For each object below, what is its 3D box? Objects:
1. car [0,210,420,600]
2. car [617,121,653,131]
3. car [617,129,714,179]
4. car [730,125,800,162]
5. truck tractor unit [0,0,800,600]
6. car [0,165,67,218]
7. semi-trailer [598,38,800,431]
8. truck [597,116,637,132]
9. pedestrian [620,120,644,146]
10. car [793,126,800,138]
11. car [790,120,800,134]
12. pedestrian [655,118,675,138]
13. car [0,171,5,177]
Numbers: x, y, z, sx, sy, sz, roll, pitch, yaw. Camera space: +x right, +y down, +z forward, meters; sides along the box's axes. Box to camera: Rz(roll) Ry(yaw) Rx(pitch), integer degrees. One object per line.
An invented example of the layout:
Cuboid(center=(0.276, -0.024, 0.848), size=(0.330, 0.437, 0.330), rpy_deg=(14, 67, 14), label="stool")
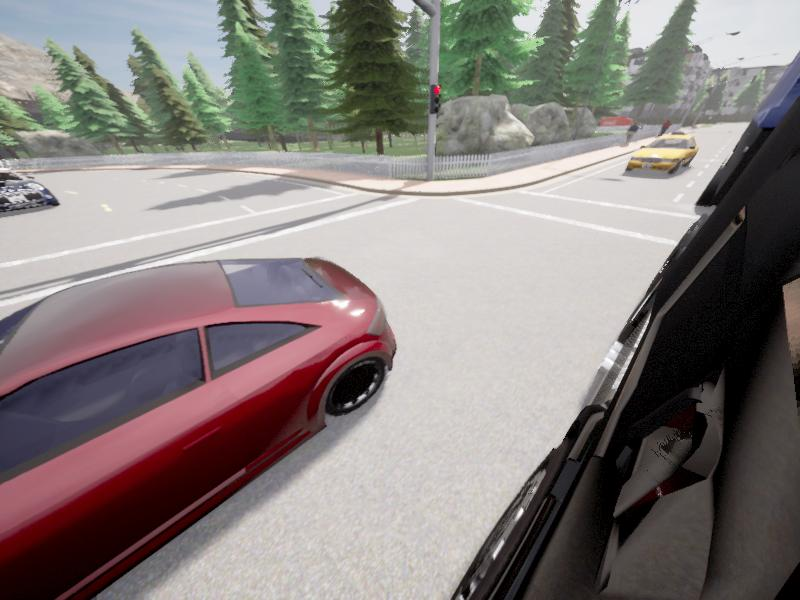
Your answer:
Cuboid(center=(-2.063, 0.656, 1.762), size=(4.181, 1.385, 1.994), rpy_deg=(-28, 43, -30), label="car")
Cuboid(center=(50.078, -37.093, 49.366), size=(2.128, 1.511, 4.902), rpy_deg=(-27, 43, -29), label="car")
Cuboid(center=(13.233, -7.356, 11.470), size=(5.366, 1.575, 1.801), rpy_deg=(-26, 43, -28), label="car")
Cuboid(center=(21.889, -9.307, 13.639), size=(4.792, 1.488, 2.163), rpy_deg=(-28, 43, -30), label="car")
Cuboid(center=(2.645, -0.295, 0.351), size=(6.516, 4.208, 3.053), rpy_deg=(-28, 44, -30), label="truck tractor unit")
Cuboid(center=(-16.492, -4.583, 9.618), size=(3.806, 1.475, 1.970), rpy_deg=(17, 41, 25), label="car")
Cuboid(center=(8.697, -3.581, 4.263), size=(14.254, 4.402, 2.717), rpy_deg=(-28, 43, -30), label="semi-trailer")
Cuboid(center=(45.794, -37.199, 48.977), size=(2.627, 2.467, 5.204), rpy_deg=(-27, 43, -29), label="truck")
Cuboid(center=(21.063, -15.179, 21.012), size=(0.751, 1.860, 0.751), rpy_deg=(-28, 43, -30), label="pedestrian")
Cuboid(center=(42.394, -17.411, 23.281), size=(4.792, 1.488, 2.163), rpy_deg=(-28, 43, -30), label="car")
Cuboid(center=(47.628, -20.207, 26.677), size=(5.008, 1.535, 1.882), rpy_deg=(-28, 43, -30), label="car")
Cuboid(center=(31.844, -20.666, 27.740), size=(0.751, 1.860, 0.751), rpy_deg=(-28, 43, -30), label="pedestrian")
Cuboid(center=(-39.702, -11.619, 20.448), size=(4.611, 1.667, 2.242), rpy_deg=(-3, 36, -1), label="car")
